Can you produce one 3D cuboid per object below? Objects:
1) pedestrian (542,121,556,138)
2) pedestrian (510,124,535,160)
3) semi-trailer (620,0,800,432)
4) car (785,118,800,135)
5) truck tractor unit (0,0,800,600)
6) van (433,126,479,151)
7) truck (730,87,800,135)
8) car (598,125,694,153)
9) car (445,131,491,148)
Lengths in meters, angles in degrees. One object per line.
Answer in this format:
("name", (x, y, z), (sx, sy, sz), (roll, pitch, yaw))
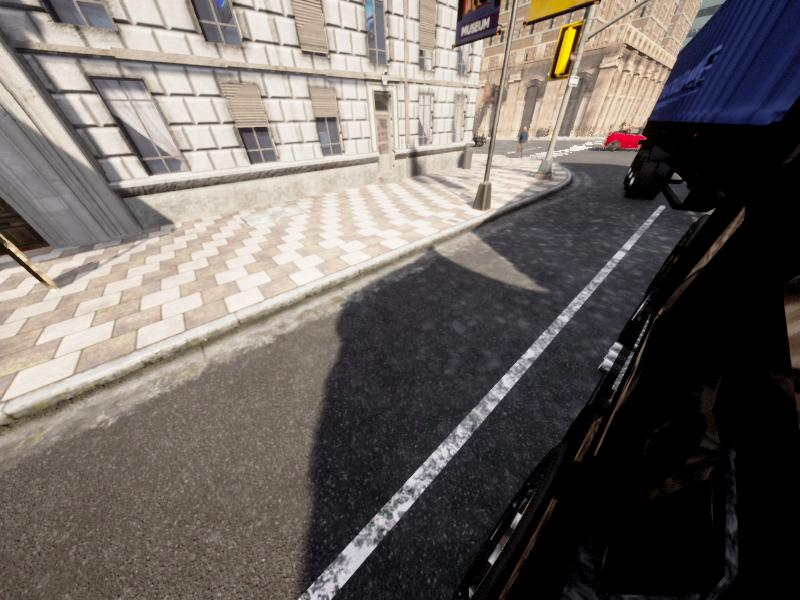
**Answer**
("pedestrian", (20.271, -23.166, 31.462), (0.751, 1.860, 0.751), (-22, 41, -24))
("pedestrian", (7.830, -10.132, 14.836), (0.751, 1.860, 0.751), (-32, 46, -33))
("semi-trailer", (7.689, -4.149, 5.011), (2.717, 4.402, 14.254), (23, 44, 30))
("car", (43.621, -18.669, 24.750), (4.718, 1.301, 1.895), (-29, 44, -30))
("truck tractor unit", (2.645, -0.295, 0.351), (6.516, 4.208, 3.053), (-28, 44, -30))
("van", (5.826, -17.275, 24.694), (1.775, 1.987, 4.442), (-29, 44, -30))
("truck", (41.745, -21.452, 26.474), (8.468, 3.827, 2.891), (-29, 44, -30))
("car", (18.273, -12.128, 17.418), (2.007, 1.525, 4.514), (-30, 44, -31))
("car", (7.869, -18.936, 27.194), (1.837, 1.490, 4.892), (-29, 44, -30))
